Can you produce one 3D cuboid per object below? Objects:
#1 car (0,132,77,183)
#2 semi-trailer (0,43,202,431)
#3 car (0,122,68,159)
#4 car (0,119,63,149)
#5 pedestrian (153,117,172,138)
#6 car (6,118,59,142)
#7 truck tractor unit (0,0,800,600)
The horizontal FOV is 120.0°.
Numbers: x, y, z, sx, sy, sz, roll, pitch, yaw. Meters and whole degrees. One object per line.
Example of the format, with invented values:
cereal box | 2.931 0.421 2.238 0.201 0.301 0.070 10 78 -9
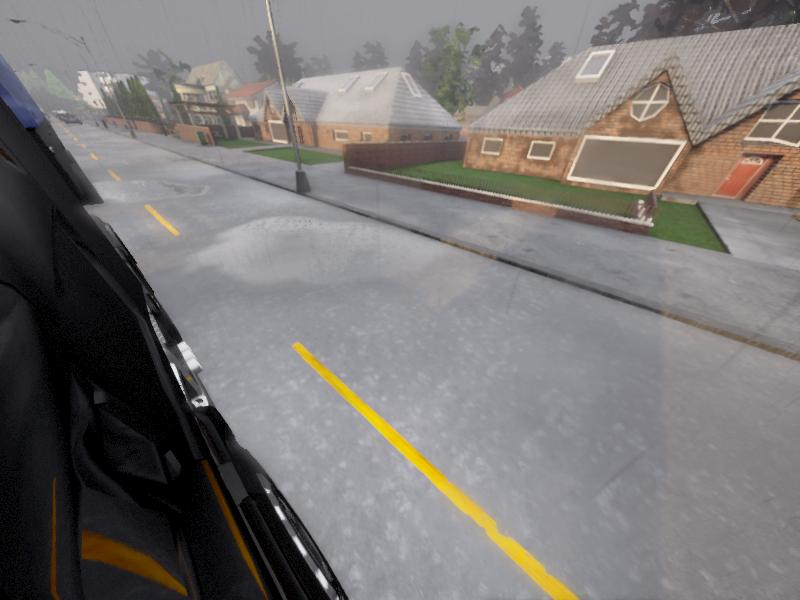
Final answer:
car | -15.668 -6.081 9.639 4.181 1.385 1.994 28 44 30
semi-trailer | -8.696 -3.611 4.224 14.254 4.402 2.717 28 44 30
car | -21.945 -9.514 13.665 4.514 1.525 2.007 28 44 30
car | -27.145 -12.297 17.045 4.514 1.525 2.007 28 44 30
pedestrian | -27.312 -19.820 26.557 0.751 1.860 0.751 29 44 30
car | -31.932 -14.837 20.169 4.193 1.474 1.816 28 44 30
truck tractor unit | -2.645 -0.295 0.351 6.516 4.208 3.053 28 44 30
